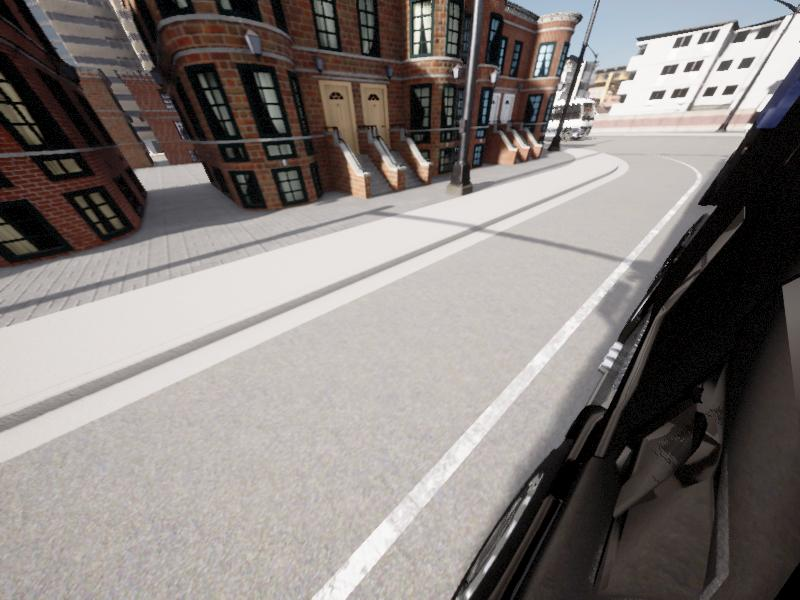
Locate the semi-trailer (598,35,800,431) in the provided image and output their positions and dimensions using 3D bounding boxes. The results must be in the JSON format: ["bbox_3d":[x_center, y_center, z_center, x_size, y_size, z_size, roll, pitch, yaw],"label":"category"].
[{"bbox_3d":[8.718,-3.583,4.221,14.254,4.402,2.717,-28,43,-30],"label":"semi-trailer"}]

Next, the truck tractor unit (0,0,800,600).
[{"bbox_3d":[2.645,-0.295,0.351,6.516,4.208,3.053,-28,44,-30],"label":"truck tractor unit"}]

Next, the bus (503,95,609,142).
[{"bbox_3d":[20.004,-23.805,30.856,3.944,4.253,10.273,-23,41,-26],"label":"bus"}]
